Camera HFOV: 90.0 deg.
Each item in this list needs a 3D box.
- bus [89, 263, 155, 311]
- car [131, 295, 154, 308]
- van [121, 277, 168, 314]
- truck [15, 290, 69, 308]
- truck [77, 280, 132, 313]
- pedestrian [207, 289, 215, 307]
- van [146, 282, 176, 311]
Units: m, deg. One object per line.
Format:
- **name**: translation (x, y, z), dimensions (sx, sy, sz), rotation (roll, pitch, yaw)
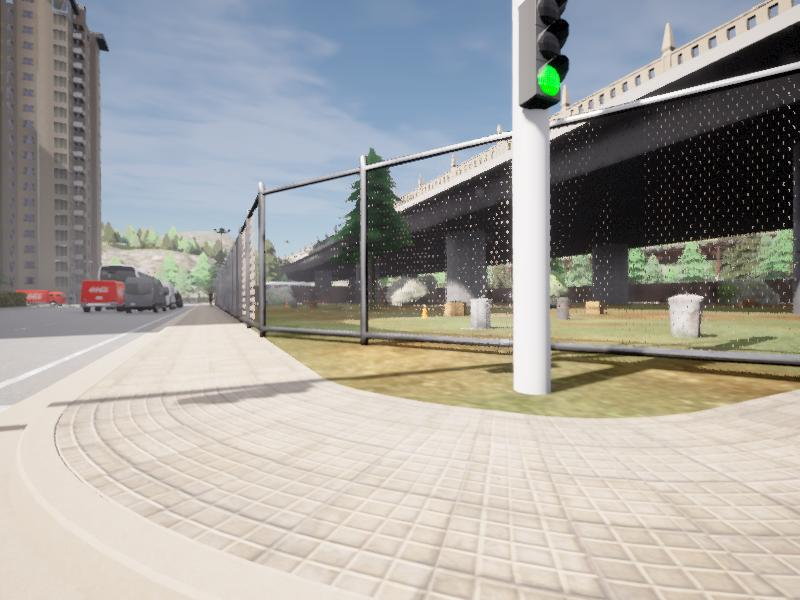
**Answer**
- **bus**: translation (-28.231, -1.169, 41.251), dimensions (3.944, 4.253, 10.273), rotation (0, 0, -26)
- **car**: translation (-32.786, 0.158, 50.969), dimensions (1.801, 1.575, 5.366), rotation (0, 0, -26)
- **van**: translation (-19.365, -0.320, 30.634), dimensions (1.988, 2.561, 5.915), rotation (0, 0, -22)
- **truck**: translation (-51.697, -0.169, 57.944), dimensions (5.204, 2.467, 2.627), rotation (0, 0, -26)
- **truck**: translation (-23.942, -0.274, 32.672), dimensions (2.627, 2.467, 5.204), rotation (0, 0, -26)
- **pedestrian**: translation (-19.304, -0.188, 40.826), dimensions (0.751, 1.860, 0.751), rotation (0, 0, -29)
- **van**: translation (-22.768, -0.327, 38.290), dimensions (1.988, 2.561, 5.915), rotation (0, 0, -26)
